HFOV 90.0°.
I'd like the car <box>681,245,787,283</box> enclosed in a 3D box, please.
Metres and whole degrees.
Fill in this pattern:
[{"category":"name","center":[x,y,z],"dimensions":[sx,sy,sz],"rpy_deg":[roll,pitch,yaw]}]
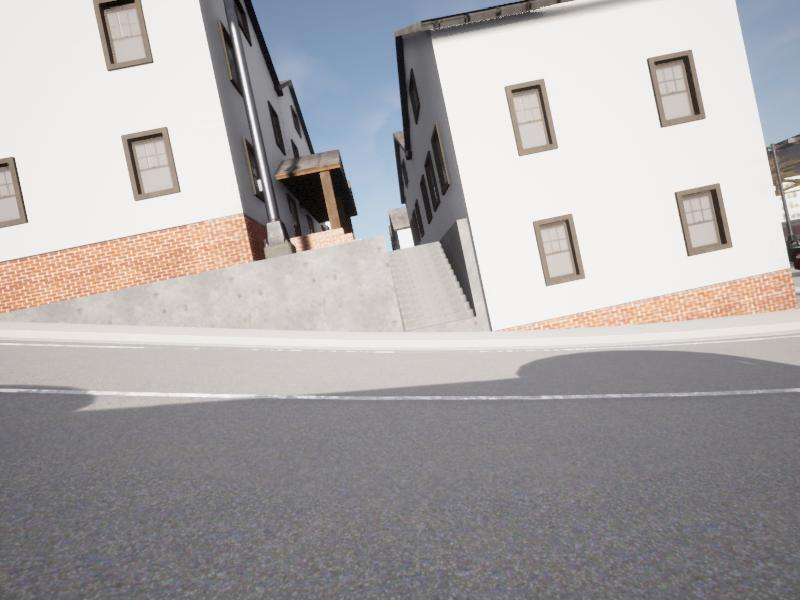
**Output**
[{"category":"car","center":[20.062,-2.065,24.399],"dimensions":[2.163,1.488,4.792],"rpy_deg":[-12,0,0]}]

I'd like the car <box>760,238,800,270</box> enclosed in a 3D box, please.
[{"category":"car","center":[23.475,-2.815,23.072],"dimensions":[1.789,1.549,3.705],"rpy_deg":[-12,0,0]}]

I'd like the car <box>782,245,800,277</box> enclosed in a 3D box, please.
[{"category":"car","center":[19.950,-2.012,17.443],"dimensions":[1.812,1.442,4.674],"rpy_deg":[-12,0,-1]}]
